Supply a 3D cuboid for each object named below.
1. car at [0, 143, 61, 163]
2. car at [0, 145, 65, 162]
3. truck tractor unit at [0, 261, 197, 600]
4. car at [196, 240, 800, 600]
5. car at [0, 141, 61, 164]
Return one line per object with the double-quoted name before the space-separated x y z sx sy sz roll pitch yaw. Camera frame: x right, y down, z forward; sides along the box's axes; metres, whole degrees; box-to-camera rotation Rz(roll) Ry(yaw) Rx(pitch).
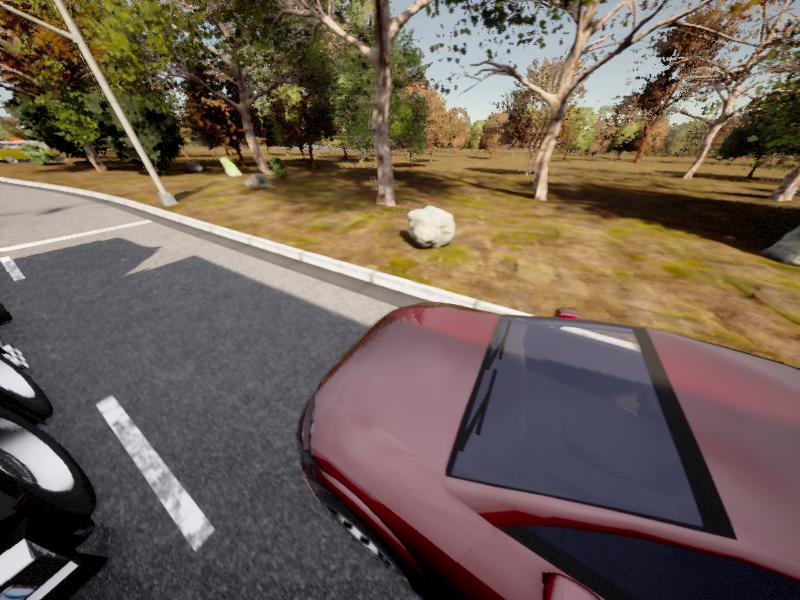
"car" -44.530 -17.309 27.100 2.185 1.767 4.553 9 35 13
"car" -46.862 -18.319 28.775 1.946 1.575 5.366 9 35 14
"truck tractor unit" -5.109 -0.301 0.788 6.516 4.208 3.053 18 39 24
"car" 1.311 0.987 1.373 4.181 1.385 1.994 18 39 24
"car" -42.143 -16.363 25.557 1.878 1.987 4.442 9 35 13
